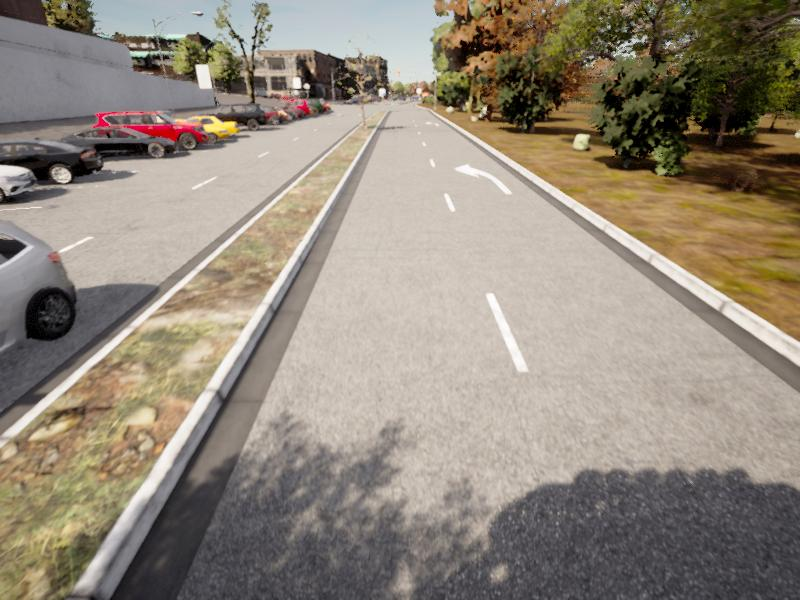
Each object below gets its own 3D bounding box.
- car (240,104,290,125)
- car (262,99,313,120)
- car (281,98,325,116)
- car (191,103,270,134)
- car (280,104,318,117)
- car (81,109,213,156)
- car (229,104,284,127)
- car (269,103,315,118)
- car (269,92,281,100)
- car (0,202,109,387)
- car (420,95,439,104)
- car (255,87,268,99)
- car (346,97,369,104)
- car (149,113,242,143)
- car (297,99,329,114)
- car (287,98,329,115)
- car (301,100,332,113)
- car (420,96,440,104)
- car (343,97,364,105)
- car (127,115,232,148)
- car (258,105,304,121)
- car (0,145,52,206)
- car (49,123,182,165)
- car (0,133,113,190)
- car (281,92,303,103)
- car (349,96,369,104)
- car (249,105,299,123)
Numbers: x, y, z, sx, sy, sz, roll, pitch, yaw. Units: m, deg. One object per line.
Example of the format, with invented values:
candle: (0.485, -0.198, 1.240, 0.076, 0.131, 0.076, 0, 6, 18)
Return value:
car: (-13.804, -19.071, 41.003, 4.553, 1.767, 2.185, -10, 29, -17)
car: (-13.786, -23.327, 48.932, 5.566, 2.045, 2.435, -10, 29, -17)
car: (-13.751, -27.473, 56.936, 5.566, 2.045, 2.435, -10, 29, -17)
car: (-13.810, -15.015, 32.954, 5.566, 2.045, 2.435, -10, 29, -17)
car: (-13.732, -25.836, 54.409, 4.674, 1.452, 2.002, -10, 29, -17)
car: (-13.778, -9.450, 22.356, 5.566, 2.045, 2.435, -10, 29, -17)
car: (-13.745, -17.693, 38.354, 4.553, 1.767, 2.185, -10, 29, -17)
car: (-13.924, -24.461, 51.667, 5.366, 1.575, 1.946, -10, 29, -17)
car: (-28.108, -45.862, 89.901, 2.002, 1.452, 4.674, -4, 27, -20)
car: (-5.754, 0.431, 3.934, 2.242, 1.667, 4.611, 0, 28, 0)
car: (7.347, -50.508, 100.683, 4.442, 1.987, 1.878, -6, 29, -13)
car: (-31.104, -46.386, 89.699, 2.435, 2.045, 5.566, -4, 27, -20)
car: (-10.735, -50.430, 101.182, 5.366, 1.575, 1.946, -8, 28, -12)
car: (-13.964, -11.983, 27.711, 5.366, 1.575, 1.946, -10, 29, -17)
car: (-13.559, -30.244, 62.339, 4.442, 1.987, 1.878, -10, 28, -17)
car: (-13.677, -28.870, 59.632, 5.566, 2.045, 2.435, -10, 28, -17)
car: (-13.583, -31.524, 65.030, 4.553, 1.767, 2.185, -10, 29, -17)
car: (7.732, -51.791, 103.363, 4.553, 1.767, 2.185, -6, 28, -12)
car: (-11.381, -49.010, 98.548, 4.792, 1.488, 2.163, -8, 28, -13)
car: (-13.620, -10.655, 25.171, 5.366, 1.575, 1.946, -10, 29, -17)
car: (-13.787, -21.696, 46.395, 4.792, 1.488, 2.163, -10, 29, -17)
car: (-13.817, -3.581, 11.861, 4.674, 1.452, 2.002, -10, 29, -17)
car: (-13.776, -7.801, 19.830, 4.792, 1.488, 2.163, -10, 29, -17)
car: (-13.803, -5.016, 14.497, 5.008, 1.535, 2.097, -10, 30, -17)
car: (-22.270, -41.647, 82.266, 3.988, 1.617, 1.851, 5, 26, -2)
car: (-10.641, -51.898, 103.746, 4.553, 1.767, 2.185, -8, 28, -12)
car: (-13.773, -20.346, 43.733, 4.892, 1.521, 2.231, -10, 29, -17)
